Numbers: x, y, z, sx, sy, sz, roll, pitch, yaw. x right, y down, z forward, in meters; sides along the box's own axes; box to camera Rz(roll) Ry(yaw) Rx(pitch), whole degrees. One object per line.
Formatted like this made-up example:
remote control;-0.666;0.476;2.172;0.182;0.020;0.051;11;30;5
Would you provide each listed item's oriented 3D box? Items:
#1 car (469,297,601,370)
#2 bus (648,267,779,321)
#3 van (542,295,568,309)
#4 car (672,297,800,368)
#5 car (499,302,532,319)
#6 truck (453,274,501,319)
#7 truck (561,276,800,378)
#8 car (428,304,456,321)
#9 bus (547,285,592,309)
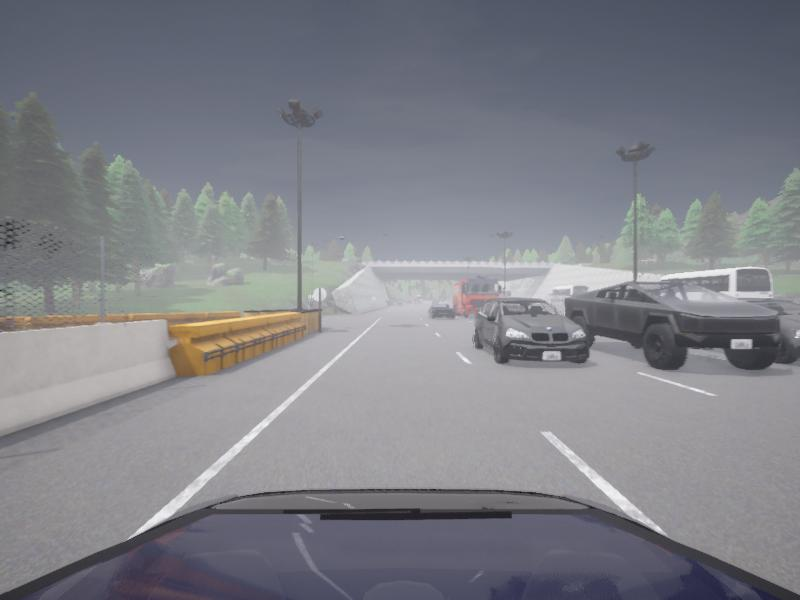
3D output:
car;3.499;0.766;11.485;2.242;1.667;4.611;0;0;0
bus;27.880;-0.504;36.644;3.944;4.253;10.273;0;0;0
van;28.004;0.434;72.644;2.351;2.431;6.366;0;0;0
car;10.503;0.766;11.514;2.242;1.667;4.611;0;0;0
car;10.502;0.884;36.759;1.816;1.474;4.193;0;0;0
truck;6.997;-0.290;37.790;2.891;3.827;8.468;0;0;0
truck;7.000;0.552;11.303;2.390;2.098;6.274;0;0;0
car;3.500;0.971;33.936;1.895;1.301;4.718;0;0;0
bus;31.381;-0.478;74.691;3.944;4.253;10.273;0;0;0
